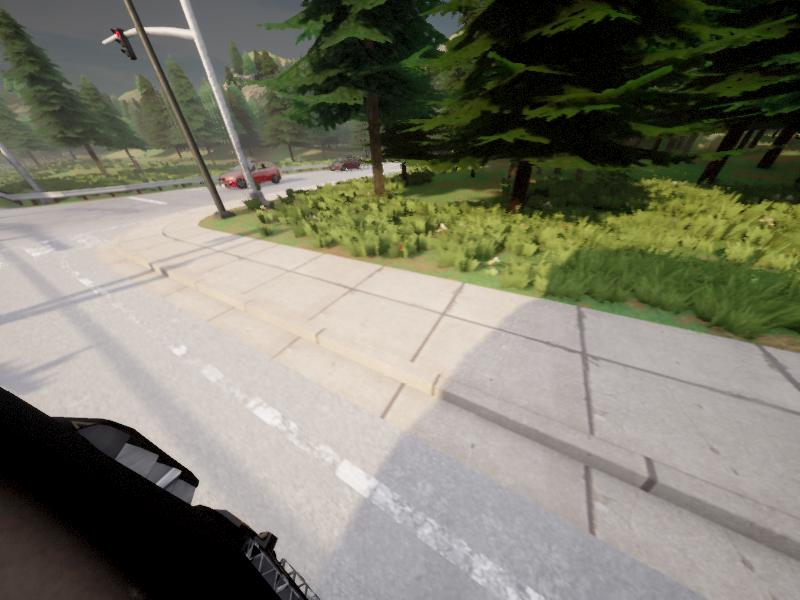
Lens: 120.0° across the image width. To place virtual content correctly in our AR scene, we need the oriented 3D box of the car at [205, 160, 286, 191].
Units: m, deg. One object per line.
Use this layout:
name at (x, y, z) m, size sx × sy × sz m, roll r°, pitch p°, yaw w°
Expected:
car at (-11.957, -9.978, 18.353) m, size 2.242 × 1.667 × 4.611 m, roll 15°, pitch 38°, yaw 25°

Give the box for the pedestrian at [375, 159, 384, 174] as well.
pedestrian at (-1.810, -11.637, 20.208) m, size 0.500 × 1.100 × 0.500 m, roll 10°, pitch 36°, yaw 19°

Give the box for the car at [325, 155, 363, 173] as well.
car at (-6.382, -15.793, 26.801) m, size 1.816 × 1.474 × 4.193 m, roll 15°, pitch 38°, yaw 25°
